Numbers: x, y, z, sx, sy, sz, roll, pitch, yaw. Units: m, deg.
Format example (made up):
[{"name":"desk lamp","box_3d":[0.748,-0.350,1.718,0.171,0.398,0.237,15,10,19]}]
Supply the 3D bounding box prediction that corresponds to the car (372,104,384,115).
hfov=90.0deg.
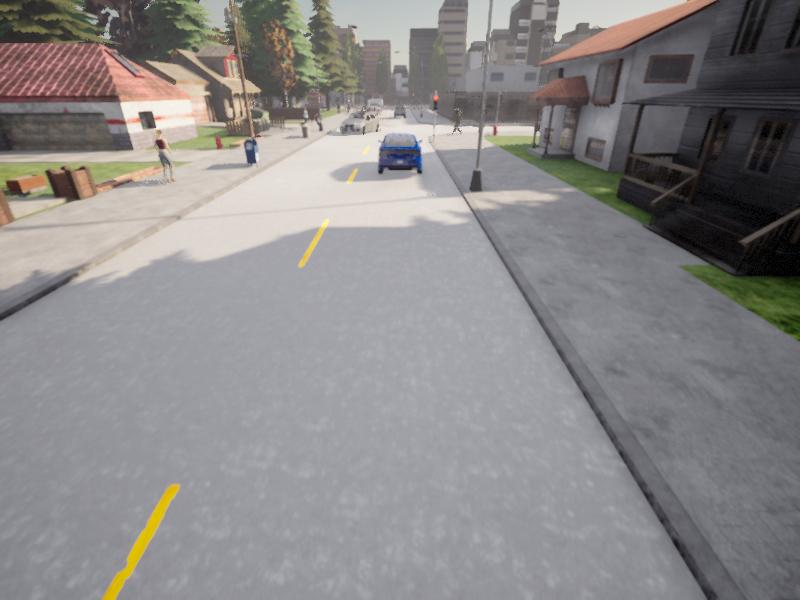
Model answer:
[{"name":"car","box_3d":[-3.978,-34.488,72.346,2.007,1.525,4.514,0,27,0]}]

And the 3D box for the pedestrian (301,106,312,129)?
[{"name":"pedestrian","box_3d":[-8.702,-16.929,37.131,0.751,1.860,0.751,-3,27,-6]}]

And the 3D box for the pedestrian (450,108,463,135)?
[{"name":"pedestrian","box_3d":[4.465,-14.016,31.442,0.751,1.860,0.751,-3,27,-5]}]

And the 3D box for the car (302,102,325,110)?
[{"name":"car","box_3d":[-19.677,-44.181,91.096,4.611,1.667,2.242,0,27,0]}]

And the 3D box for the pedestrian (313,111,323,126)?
[{"name":"pedestrian","box_3d":[-8.411,-18.583,40.946,0.751,1.300,0.751,-1,27,-2]}]

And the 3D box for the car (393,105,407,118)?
[{"name":"car","box_3d":[0.018,-26.624,56.533,1.845,1.501,3.633,0,28,0]}]

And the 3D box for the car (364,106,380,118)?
[{"name":"car","box_3d":[-3.981,-26.978,57.291,1.970,1.475,3.806,0,27,0]}]

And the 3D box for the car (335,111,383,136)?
[{"name":"car","box_3d":[-3.378,-15.056,33.973,2.242,1.667,4.611,9,28,17]}]

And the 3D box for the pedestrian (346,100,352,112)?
[{"name":"pedestrian","box_3d":[-9.136,-34.760,71.691,0.751,1.860,0.751,0,27,0]}]

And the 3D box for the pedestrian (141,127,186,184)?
[{"name":"pedestrian","box_3d":[-8.441,-5.180,14.361,0.751,1.860,0.751,-1,27,-2]}]

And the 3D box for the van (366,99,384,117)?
[{"name":"van","box_3d":[-3.983,-31.121,64.749,2.351,2.431,6.366,0,27,0]}]

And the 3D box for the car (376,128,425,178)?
[{"name":"car","box_3d":[0.008,-6.704,17.916,1.882,1.535,5.008,0,27,0]}]
